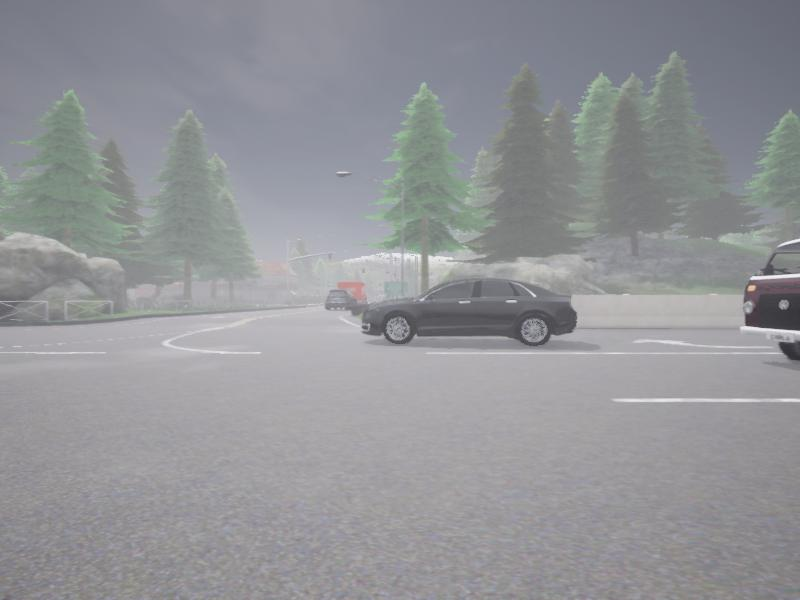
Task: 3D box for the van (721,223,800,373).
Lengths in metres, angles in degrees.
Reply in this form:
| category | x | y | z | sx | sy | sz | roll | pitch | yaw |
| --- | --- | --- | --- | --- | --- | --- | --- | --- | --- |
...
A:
| category | x | y | z | sx | sy | sz | roll | pitch | yaw |
| --- | --- | --- | --- | --- | --- | --- | --- | --- | --- |
| van | 7.649 | -0.026 | 5.696 | 4.480 | 2.038 | 2.069 | 0 | 0 | 0 |

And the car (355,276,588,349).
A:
| category | x | y | z | sx | sy | sz | roll | pitch | yaw |
| --- | --- | --- | --- | --- | --- | --- | --- | --- | --- |
| car | 1.548 | 0.245 | 9.439 | 4.892 | 1.490 | 1.837 | 0 | 1 | 7 |

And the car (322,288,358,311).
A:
| category | x | y | z | sx | sy | sz | roll | pitch | yaw |
| --- | --- | --- | --- | --- | --- | --- | --- | --- | --- |
| car | -4.552 | -0.020 | 31.193 | 2.033 | 1.649 | 4.856 | 0 | 0 | 1 |

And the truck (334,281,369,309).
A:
| category | x | y | z | sx | sy | sz | roll | pitch | yaw |
| --- | --- | --- | --- | --- | --- | --- | --- | --- | --- |
| truck | -4.477 | -0.441 | 38.202 | 2.627 | 2.467 | 5.204 | 0 | 0 | 1 |
